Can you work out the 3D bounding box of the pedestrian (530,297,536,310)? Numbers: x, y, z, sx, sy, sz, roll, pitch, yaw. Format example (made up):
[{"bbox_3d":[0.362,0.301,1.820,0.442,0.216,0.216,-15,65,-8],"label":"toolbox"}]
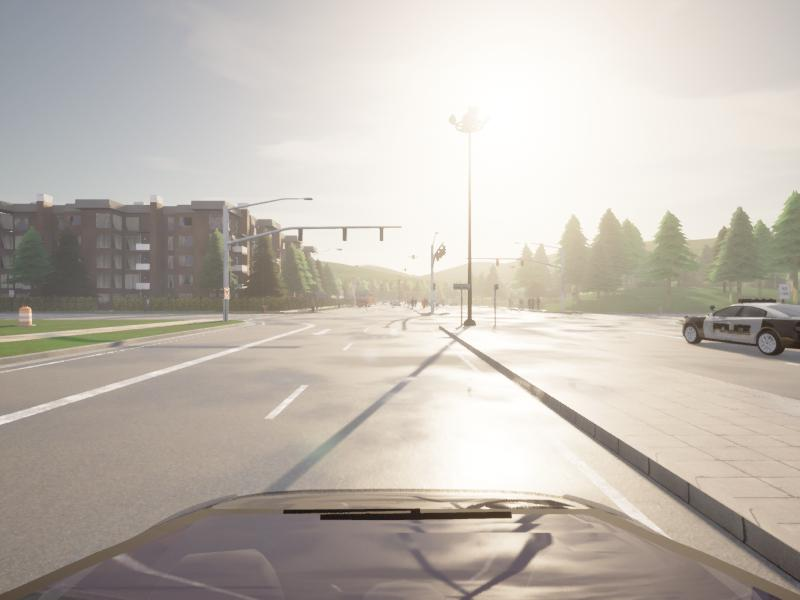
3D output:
[{"bbox_3d":[18.081,0.473,54.418,0.751,1.860,0.751,0,0,15],"label":"pedestrian"}]

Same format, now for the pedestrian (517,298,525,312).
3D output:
[{"bbox_3d":[15.940,0.637,52.866,0.751,1.860,0.751,0,0,-8],"label":"pedestrian"}]

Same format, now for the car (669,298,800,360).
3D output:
[{"bbox_3d":[11.476,0.771,13.033,1.930,1.638,5.238,0,0,0],"label":"car"}]

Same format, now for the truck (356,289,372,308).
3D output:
[{"bbox_3d":[-7.708,-0.325,86.982,2.891,3.827,8.468,0,0,-1],"label":"truck"}]

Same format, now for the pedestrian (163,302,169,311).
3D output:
[{"bbox_3d":[-29.623,0.865,50.703,0.500,1.100,0.500,0,0,-1],"label":"pedestrian"}]

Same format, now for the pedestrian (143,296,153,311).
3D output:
[{"bbox_3d":[-31.614,0.485,50.241,0.751,1.860,0.751,0,0,12],"label":"pedestrian"}]

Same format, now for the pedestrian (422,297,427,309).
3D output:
[{"bbox_3d":[3.989,0.485,64.668,0.751,1.860,0.751,0,0,3],"label":"pedestrian"}]

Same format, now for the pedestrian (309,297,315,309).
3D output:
[{"bbox_3d":[-13.875,0.485,63.280,0.751,1.860,0.751,0,0,0],"label":"pedestrian"}]

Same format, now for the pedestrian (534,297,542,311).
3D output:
[{"bbox_3d":[18.624,0.473,53.936,0.751,1.860,0.751,0,0,-37],"label":"pedestrian"}]
